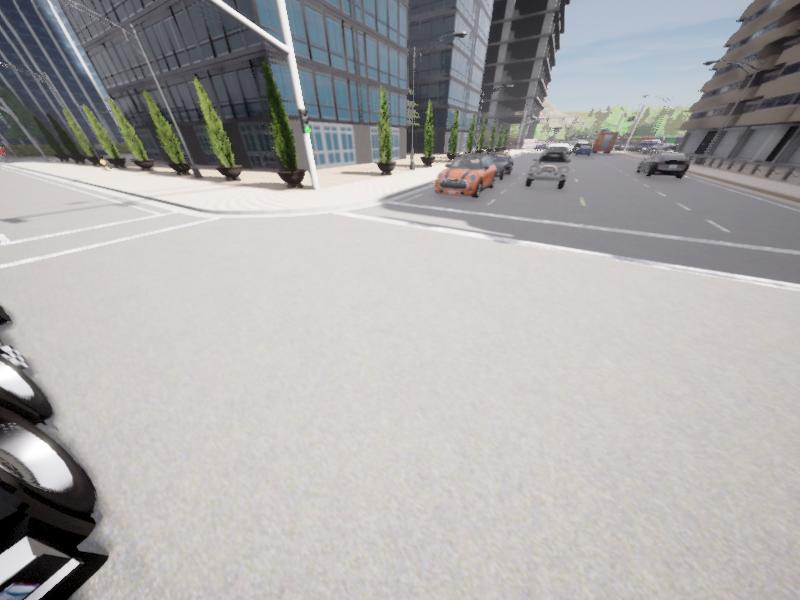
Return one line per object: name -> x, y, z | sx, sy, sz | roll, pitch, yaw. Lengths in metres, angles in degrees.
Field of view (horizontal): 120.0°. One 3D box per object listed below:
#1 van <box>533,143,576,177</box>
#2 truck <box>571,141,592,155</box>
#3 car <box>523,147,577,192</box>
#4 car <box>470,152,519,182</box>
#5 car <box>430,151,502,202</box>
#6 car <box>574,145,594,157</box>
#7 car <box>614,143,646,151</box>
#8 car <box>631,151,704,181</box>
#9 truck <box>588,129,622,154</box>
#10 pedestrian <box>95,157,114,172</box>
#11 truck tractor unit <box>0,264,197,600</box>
van -> 12.355, -11.325, 18.534 | 2.069, 2.038, 4.480 | 18, 39, 25
truck -> 35.365, -29.890, 45.202 | 2.390, 2.098, 6.274 | 18, 39, 24
car -> 8.926, -7.917, 13.766 | 1.932, 1.855, 4.605 | 18, 39, 25
car -> 7.039, -9.861, 16.925 | 2.128, 1.511, 4.902 | 18, 39, 25
car -> 3.514, -6.562, 11.922 | 2.097, 1.767, 4.553 | 18, 39, 25
car -> 30.297, -24.671, 38.172 | 1.882, 1.535, 5.008 | 18, 39, 25
car -> 54.093, -35.988, 54.423 | 4.974, 1.542, 2.038 | 18, 39, 24
car -> 19.260, -9.955, 16.980 | 2.163, 1.488, 4.792 | 18, 39, 25
truck -> 39.785, -31.032, 45.299 | 2.891, 3.827, 8.468 | 18, 38, 24
pedestrian -> -26.571, -12.226, 20.793 | 0.500, 1.100, 0.500 | 17, 38, 24
truck tractor unit -> -5.114, -0.296, 0.783 | 6.516, 4.208, 3.053 | 18, 39, 24
